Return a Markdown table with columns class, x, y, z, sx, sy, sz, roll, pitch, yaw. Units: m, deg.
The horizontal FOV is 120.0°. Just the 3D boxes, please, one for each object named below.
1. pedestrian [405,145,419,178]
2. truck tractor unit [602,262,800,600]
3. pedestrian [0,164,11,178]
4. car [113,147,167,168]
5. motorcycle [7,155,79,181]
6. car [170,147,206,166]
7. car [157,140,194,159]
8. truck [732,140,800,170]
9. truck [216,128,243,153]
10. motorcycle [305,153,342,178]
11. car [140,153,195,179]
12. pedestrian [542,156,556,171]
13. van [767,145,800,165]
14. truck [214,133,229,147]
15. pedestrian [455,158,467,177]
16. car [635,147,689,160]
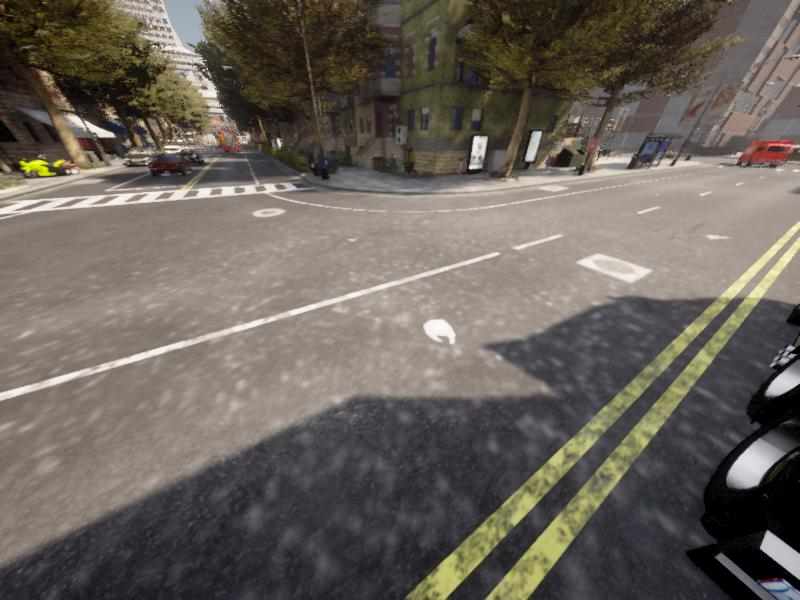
| class | x | y | z | sx | sy | sz | roll | pitch | yaw |
| --- | --- | --- | --- | --- | --- | --- | --- | --- | --- |
| pedestrian | 0.815 | -9.339 | 15.552 | 0.751 | 1.860 | 0.751 | 8 | 35 | 11 |
| truck tractor unit | 5.115 | -0.292 | 0.794 | 6.516 | 4.208 | 3.053 | -18 | 39 | -24 |
| pedestrian | -25.739 | -8.612 | 14.219 | 0.751 | 1.860 | 0.751 | -15 | 38 | -21 |
| car | -25.563 | -14.237 | 22.986 | 2.231 | 1.521 | 4.892 | -18 | 39 | -24 |
| motorcycle | -22.226 | -8.299 | 14.462 | 0.803 | 1.145 | 2.033 | 27 | 42 | 18 |
| car | -22.180 | -15.147 | 24.318 | 1.970 | 1.475 | 3.806 | -18 | 39 | -24 |
| car | -32.132 | -21.802 | 33.307 | 2.435 | 2.045 | 5.566 | -18 | 39 | -24 |
| truck | 39.777 | -15.836 | 25.108 | 2.627 | 2.467 | 5.204 | 28 | 43 | 32 |
| truck | -33.647 | -31.550 | 45.770 | 2.891 | 3.827 | 8.468 | -18 | 39 | -24 |
| motorcycle | -5.355 | -9.584 | 16.426 | 0.764 | 1.277 | 2.356 | 9 | 35 | 30 |
| car | -17.421 | -10.328 | 17.584 | 1.895 | 1.301 | 4.718 | -18 | 39 | -24 |
| pedestrian | 12.547 | -11.545 | 19.521 | 0.500 | 1.100 | 0.500 | -18 | 39 | -24 |
| van | 51.803 | -18.576 | 29.562 | 2.069 | 2.038 | 4.480 | -18 | 38 | -24 |
| truck | -62.325 | -56.116 | 80.848 | 2.891 | 3.827 | 8.468 | -18 | 39 | -24 |
| pedestrian | 4.257 | -9.252 | 16.129 | 0.500 | 1.100 | 0.500 | -5 | 35 | -8 |
| car | 42.282 | -23.882 | 37.504 | 1.801 | 1.575 | 5.366 | -17 | 38 | -23 |
